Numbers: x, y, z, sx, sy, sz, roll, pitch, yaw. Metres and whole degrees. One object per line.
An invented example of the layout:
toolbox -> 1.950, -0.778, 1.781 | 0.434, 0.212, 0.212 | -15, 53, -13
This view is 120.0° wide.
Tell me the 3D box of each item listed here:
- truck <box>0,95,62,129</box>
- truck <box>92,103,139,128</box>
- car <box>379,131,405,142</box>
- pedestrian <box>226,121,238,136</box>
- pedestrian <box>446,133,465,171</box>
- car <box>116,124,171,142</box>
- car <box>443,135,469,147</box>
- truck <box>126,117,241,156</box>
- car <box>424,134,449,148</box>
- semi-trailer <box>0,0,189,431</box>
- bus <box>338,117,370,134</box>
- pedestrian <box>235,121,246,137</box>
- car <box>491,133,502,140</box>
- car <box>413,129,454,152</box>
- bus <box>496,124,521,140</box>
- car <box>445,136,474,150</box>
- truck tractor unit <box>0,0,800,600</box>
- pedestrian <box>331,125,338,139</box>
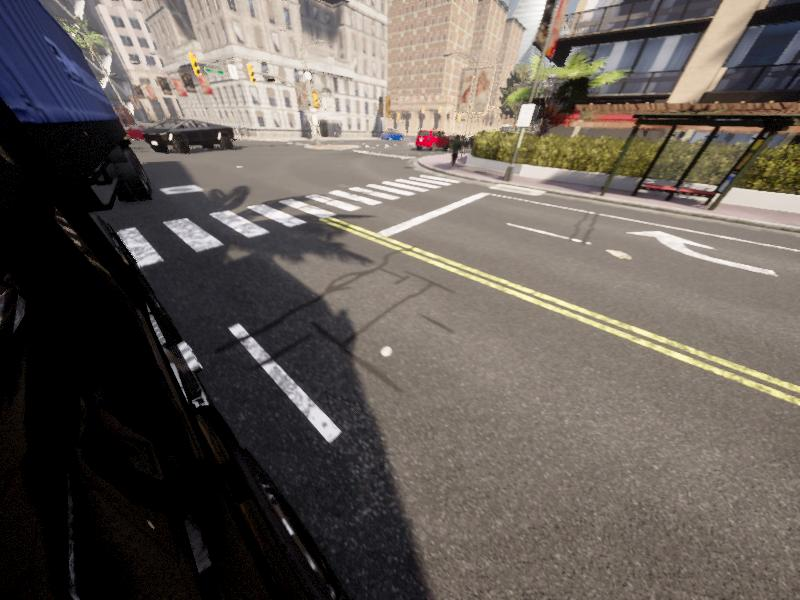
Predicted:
truck -> -58.759, -29.931, 36.909 | 2.891, 3.827, 8.468 | -26, 45, -32
truck -> -61.420, -40.018, 50.236 | 2.891, 3.827, 8.468 | -15, 40, -21
car -> -1.329, -29.654, 41.943 | 1.882, 1.535, 5.008 | 27, 43, 29
pedestrian -> -26.046, -26.643, 35.849 | 0.751, 1.860, 0.751 | 27, 43, 29
pedestrian -> 3.336, -8.946, 13.970 | 0.751, 1.860, 0.751 | 12, 38, 13
car -> -28.130, -18.410, 25.417 | 4.181, 1.385, 1.994 | 13, 38, 14
car -> 9.282, -26.253, 38.051 | 2.007, 1.525, 4.514 | 27, 43, 29
truck -> -16.223, -12.855, 18.104 | 2.390, 2.098, 6.274 | 9, 37, 8
car -> 5.404, -23.495, 34.103 | 1.789, 1.549, 3.705 | 27, 43, 29
semi-trailer -> -8.076, -3.963, 4.760 | 2.717, 4.402, 14.254 | -27, 46, -33
bus -> -14.971, -56.890, 75.268 | 10.273, 4.253, 3.944 | 27, 43, 29
pedestrian -> -23.470, -25.139, 33.995 | 0.751, 1.860, 0.751 | -27, 46, -34
car -> 31.415, -53.155, 75.086 | 1.905, 1.878, 3.866 | 27, 43, 29
car -> 4.126, -19.420, 28.164 | 2.150, 2.045, 5.566 | 27, 43, 29
bus -> 38.192, -58.801, 81.052 | 3.944, 4.253, 10.273 | 27, 43, 29
car -> 8.521, -22.358, 32.823 | 1.837, 1.490, 4.892 | 27, 43, 29
truck tractor unit -> -2.645, -0.295, 0.351 | 6.516, 4.208, 3.053 | 28, 44, 30
pedestrian -> -11.275, -28.898, 39.762 | 0.751, 1.860, 0.751 | 26, 43, 28
